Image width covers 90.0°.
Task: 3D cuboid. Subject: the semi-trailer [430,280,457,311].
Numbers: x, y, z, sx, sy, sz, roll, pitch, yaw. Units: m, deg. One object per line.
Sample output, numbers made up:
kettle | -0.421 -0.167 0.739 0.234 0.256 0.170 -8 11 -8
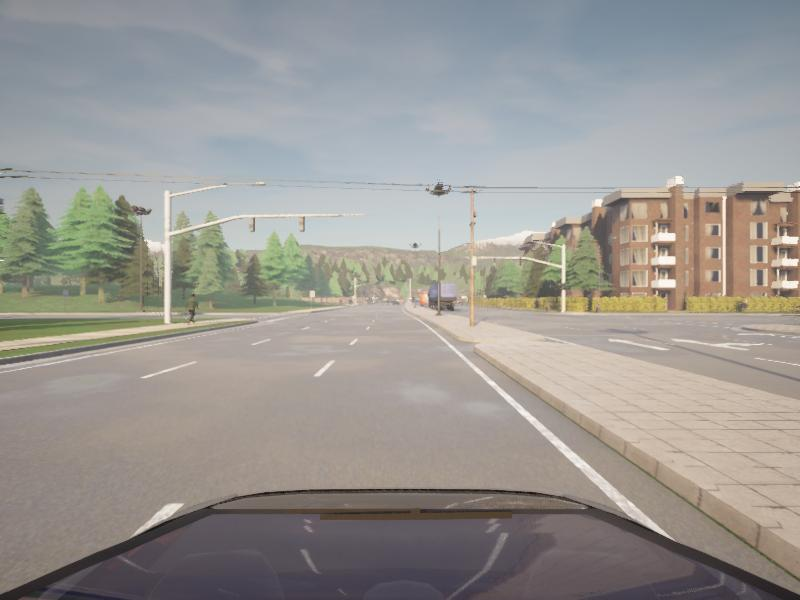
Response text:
semi-trailer | 6.779 -0.617 64.454 2.717 4.402 14.254 0 0 0

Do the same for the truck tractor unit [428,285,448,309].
truck tractor unit | 6.735 -0.517 72.369 3.053 4.208 6.516 0 0 0

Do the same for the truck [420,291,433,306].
truck | 6.753 -0.319 103.071 2.891 3.827 8.468 0 0 0

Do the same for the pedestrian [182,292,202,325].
pedestrian | -12.016 0.485 23.157 0.751 1.860 0.751 0 0 2

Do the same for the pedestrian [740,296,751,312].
pedestrian | 41.580 0.485 48.158 0.751 1.860 0.751 0 0 0
